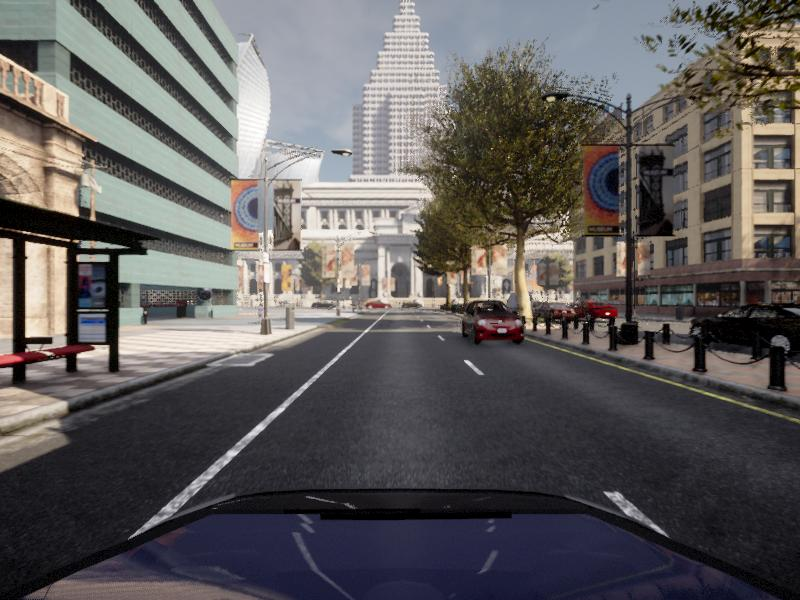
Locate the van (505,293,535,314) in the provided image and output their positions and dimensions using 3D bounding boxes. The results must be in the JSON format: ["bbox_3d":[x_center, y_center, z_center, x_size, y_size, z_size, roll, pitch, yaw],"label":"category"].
[{"bbox_3d":[14.999,0.391,50.503,1.988,2.561,5.915,0,0,0],"label":"van"}]

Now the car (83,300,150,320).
[{"bbox_3d":[-23.454,0.763,33.430,2.128,1.511,4.902,0,0,0],"label":"car"}]

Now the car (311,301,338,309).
[{"bbox_3d":[-14.404,0.969,76.532,4.902,1.511,2.128,0,0,0],"label":"car"}]

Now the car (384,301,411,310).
[{"bbox_3d":[-0.472,1.025,78.889,5.027,1.651,2.152,0,0,15],"label":"car"}]

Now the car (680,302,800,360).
[{"bbox_3d":[11.499,0.841,12.551,1.882,1.535,5.008,0,0,0],"label":"car"}]

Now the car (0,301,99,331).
[{"bbox_3d":[-19.320,0.787,21.844,2.161,1.482,4.786,0,0,0],"label":"car"}]

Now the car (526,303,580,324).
[{"bbox_3d":[11.499,0.936,30.481,2.033,1.411,5.357,0,0,0],"label":"car"}]

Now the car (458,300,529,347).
[{"bbox_3d":[3.497,0.810,15.657,1.851,1.617,3.988,0,0,0],"label":"car"}]

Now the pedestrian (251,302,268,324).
[{"bbox_3d":[-8.651,0.799,24.658,0.751,1.300,0.751,0,0,4],"label":"pedestrian"}]

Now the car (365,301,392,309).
[{"bbox_3d":[-4.138,0.925,76.493,5.008,1.535,1.882,0,0,0],"label":"car"}]

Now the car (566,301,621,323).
[{"bbox_3d":[14.997,0.865,31.315,1.882,1.535,5.008,0,0,0],"label":"car"}]
